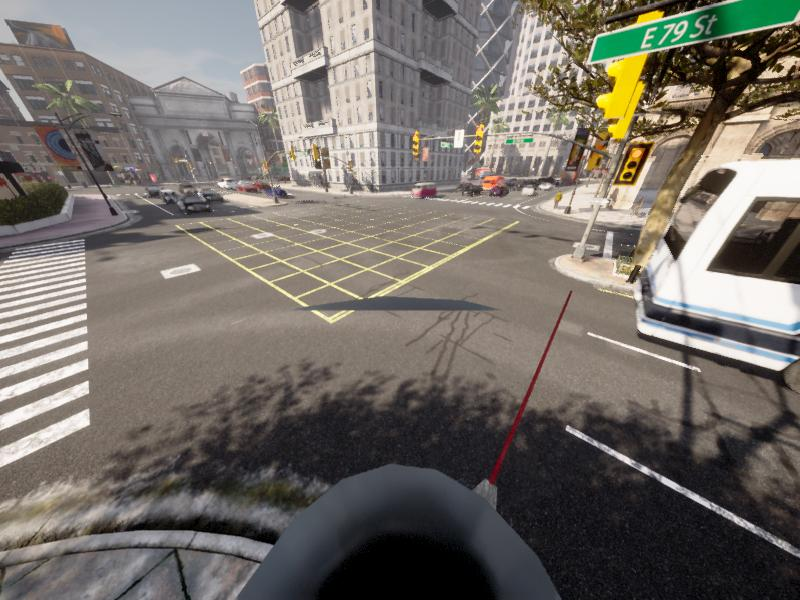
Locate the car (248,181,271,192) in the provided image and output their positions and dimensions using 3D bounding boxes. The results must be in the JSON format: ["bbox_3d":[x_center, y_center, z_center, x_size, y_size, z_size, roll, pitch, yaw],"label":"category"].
[{"bbox_3d":[-27.196,-22.086,44.723,5.008,1.535,1.882,23,37,34],"label":"car"}]

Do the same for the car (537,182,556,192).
[{"bbox_3d":[28.326,-21.878,44.604,1.895,1.301,4.718,23,37,34],"label":"car"}]

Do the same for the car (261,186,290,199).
[{"bbox_3d":[-18.622,-16.134,34.506,4.674,1.442,1.812,23,37,34],"label":"car"}]

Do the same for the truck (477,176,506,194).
[{"bbox_3d":[16.504,-20.822,41.593,2.627,2.467,5.204,23,37,34],"label":"truck"}]

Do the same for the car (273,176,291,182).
[{"bbox_3d":[-35.977,-36.849,70.338,1.816,1.474,4.193,23,37,34],"label":"car"}]

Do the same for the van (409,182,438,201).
[{"bbox_3d":[3.435,-15.511,32.886,1.775,1.987,4.442,23,37,34],"label":"van"}]

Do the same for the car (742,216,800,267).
[{"bbox_3d":[19.796,-2.368,10.226,4.605,1.855,1.932,23,37,35],"label":"car"}]

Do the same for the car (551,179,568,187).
[{"bbox_3d":[36.880,-26.982,53.346,2.033,1.411,5.357,23,37,35],"label":"car"}]

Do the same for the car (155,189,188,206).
[{"bbox_3d":[-28.094,-12.620,28.387,3.806,1.475,1.970,23,37,34],"label":"car"}]

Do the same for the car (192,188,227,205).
[{"bbox_3d":[-24.564,-13.444,29.758,4.974,1.542,2.038,23,37,34],"label":"car"}]

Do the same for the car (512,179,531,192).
[{"bbox_3d":[22.899,-21.639,43.592,1.905,1.878,3.866,23,37,34],"label":"car"}]

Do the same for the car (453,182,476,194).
[{"bbox_3d":[11.705,-20.252,41.587,1.837,1.490,4.892,23,37,34],"label":"car"}]

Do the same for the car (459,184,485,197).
[{"bbox_3d":[11.514,-17.408,36.662,1.837,1.490,4.892,23,37,34],"label":"car"}]

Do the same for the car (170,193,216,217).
[{"bbox_3d":[-20.466,-9.438,22.821,4.974,1.542,2.038,23,37,34],"label":"car"}]

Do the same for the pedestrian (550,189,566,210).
[{"bbox_3d":[15.923,-10.106,23.297,0.751,1.860,0.751,13,32,21],"label":"pedestrian"}]

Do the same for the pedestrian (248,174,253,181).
[{"bbox_3d":[-46.928,-38.575,72.607,0.751,1.860,0.751,-3,30,-4],"label":"pedestrian"}]

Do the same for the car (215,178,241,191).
[{"bbox_3d":[-33.976,-22.863,45.559,5.566,2.045,2.150,23,37,34],"label":"car"}]

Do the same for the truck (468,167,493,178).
[{"bbox_3d":[32.314,-51.271,92.977,8.468,3.827,2.891,18,35,28],"label":"truck"}]

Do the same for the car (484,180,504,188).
[{"bbox_3d":[20.783,-25.621,50.988,2.033,1.411,5.357,23,37,34],"label":"car"}]

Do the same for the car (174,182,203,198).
[{"bbox_3d":[-32.351,-16.878,35.364,4.605,1.855,1.932,22,37,34],"label":"car"}]

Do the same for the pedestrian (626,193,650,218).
[{"bbox_3d":[20.254,-8.032,19.705,0.751,1.860,0.751,-25,38,-36],"label":"pedestrian"}]

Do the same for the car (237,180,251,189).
[{"bbox_3d":[-33.857,-25.154,50.127,1.812,1.442,4.674,-19,35,-29],"label":"car"}]

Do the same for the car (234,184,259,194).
[{"bbox_3d":[-27.002,-19.604,40.666,4.718,1.301,1.895,23,37,34],"label":"car"}]

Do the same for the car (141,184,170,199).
[{"bbox_3d":[-36.726,-16.333,34.654,5.238,1.638,1.930,23,37,34],"label":"car"}]

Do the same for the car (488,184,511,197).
[{"bbox_3d":[15.720,-17.191,36.306,1.816,1.474,4.193,23,37,34],"label":"car"}]

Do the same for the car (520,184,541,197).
[{"bbox_3d":[20.933,-17.602,36.964,1.845,1.501,3.633,23,37,34],"label":"car"}]

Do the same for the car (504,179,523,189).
[{"bbox_3d":[24.591,-25.267,50.129,1.930,1.638,5.238,23,38,34],"label":"car"}]

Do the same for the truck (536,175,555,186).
[{"bbox_3d":[35.861,-29.371,56.779,2.390,2.098,6.274,23,37,34],"label":"truck"}]

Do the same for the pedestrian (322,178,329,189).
[{"bbox_3d":[-14.951,-23.588,46.648,0.751,1.860,0.751,17,34,26],"label":"pedestrian"}]

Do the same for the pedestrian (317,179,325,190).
[{"bbox_3d":[-14.685,-21.463,42.968,0.751,1.860,0.751,22,36,33],"label":"pedestrian"}]

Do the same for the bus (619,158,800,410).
[{"bbox_3d":[10.851,0.254,3.343,10.273,4.253,3.944,21,36,35],"label":"bus"}]

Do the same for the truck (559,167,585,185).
[{"bbox_3d":[45.487,-32.854,61.086,2.891,3.827,8.468,26,39,37],"label":"truck"}]

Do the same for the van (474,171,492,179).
[{"bbox_3d":[32.150,-48.639,89.668,5.915,2.561,1.988,21,36,32],"label":"van"}]
